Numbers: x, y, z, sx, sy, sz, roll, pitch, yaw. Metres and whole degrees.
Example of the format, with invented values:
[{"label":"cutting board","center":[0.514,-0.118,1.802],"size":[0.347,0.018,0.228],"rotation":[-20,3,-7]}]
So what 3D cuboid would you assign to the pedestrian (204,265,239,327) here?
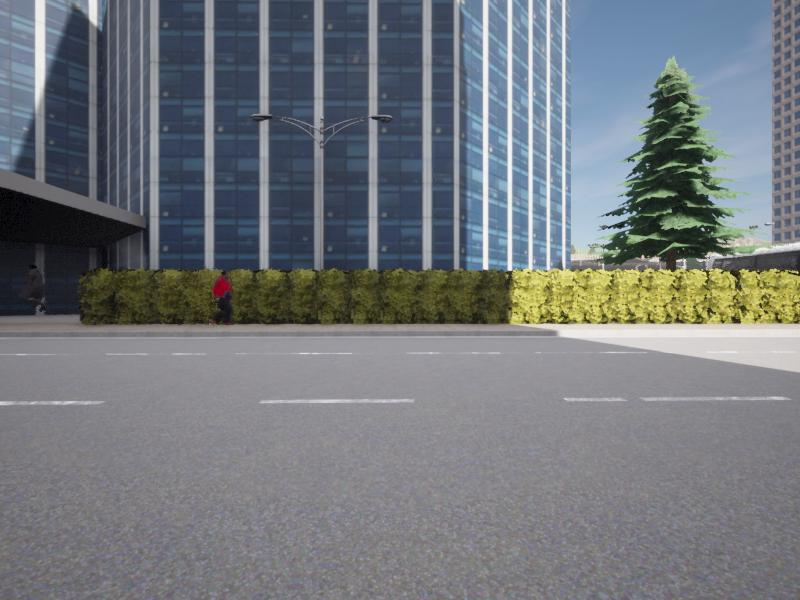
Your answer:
[{"label":"pedestrian","center":[-5.465,-0.115,12.278],"size":[0.751,1.860,0.751],"rotation":[0,0,2]}]

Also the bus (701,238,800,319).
[{"label":"bus","center":[23.015,-1.140,22.747],"size":[3.944,4.253,10.273],"rotation":[0,1,-1]}]
